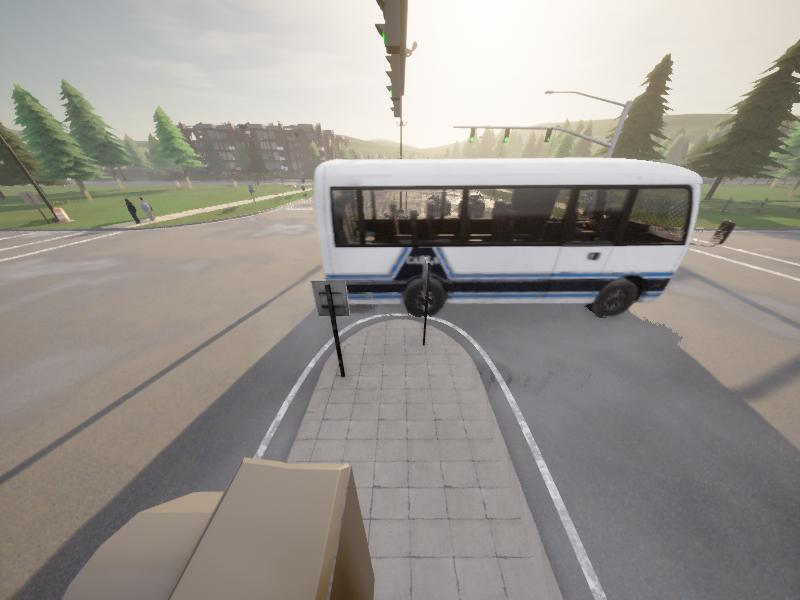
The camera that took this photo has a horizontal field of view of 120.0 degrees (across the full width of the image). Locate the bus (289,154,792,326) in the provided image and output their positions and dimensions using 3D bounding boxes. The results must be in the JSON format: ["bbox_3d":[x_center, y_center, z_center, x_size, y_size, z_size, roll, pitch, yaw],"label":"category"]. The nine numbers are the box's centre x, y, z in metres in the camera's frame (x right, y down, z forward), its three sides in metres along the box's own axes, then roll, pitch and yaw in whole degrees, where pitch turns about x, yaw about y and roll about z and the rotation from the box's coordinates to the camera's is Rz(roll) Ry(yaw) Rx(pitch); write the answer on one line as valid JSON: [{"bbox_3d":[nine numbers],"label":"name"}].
[{"bbox_3d":[2.872,-2.093,7.486,10.273,4.253,3.944,0,30,0],"label":"bus"}]

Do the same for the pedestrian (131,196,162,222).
[{"bbox_3d":[-20.308,-7.303,18.542,0.751,1.860,0.751,0,30,0],"label":"pedestrian"}]

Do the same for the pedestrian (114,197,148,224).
[{"bbox_3d":[-20.618,-6.856,17.768,0.751,1.860,0.751,-2,30,-3],"label":"pedestrian"}]
